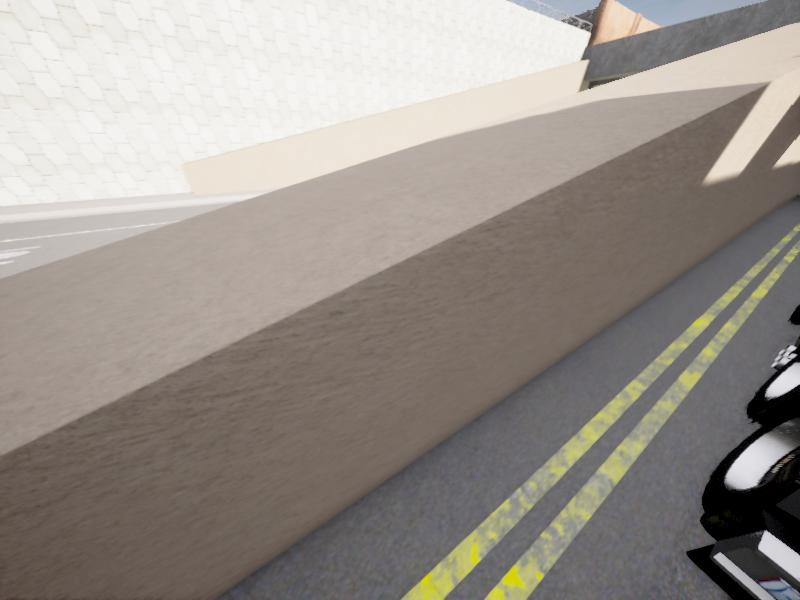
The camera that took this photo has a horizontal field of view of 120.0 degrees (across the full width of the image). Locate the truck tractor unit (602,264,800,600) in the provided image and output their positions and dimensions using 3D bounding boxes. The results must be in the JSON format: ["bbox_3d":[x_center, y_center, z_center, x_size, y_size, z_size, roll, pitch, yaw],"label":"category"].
[{"bbox_3d":[5.110,-0.302,0.788,6.516,4.208,3.053,-18,39,-24],"label":"truck tractor unit"}]
